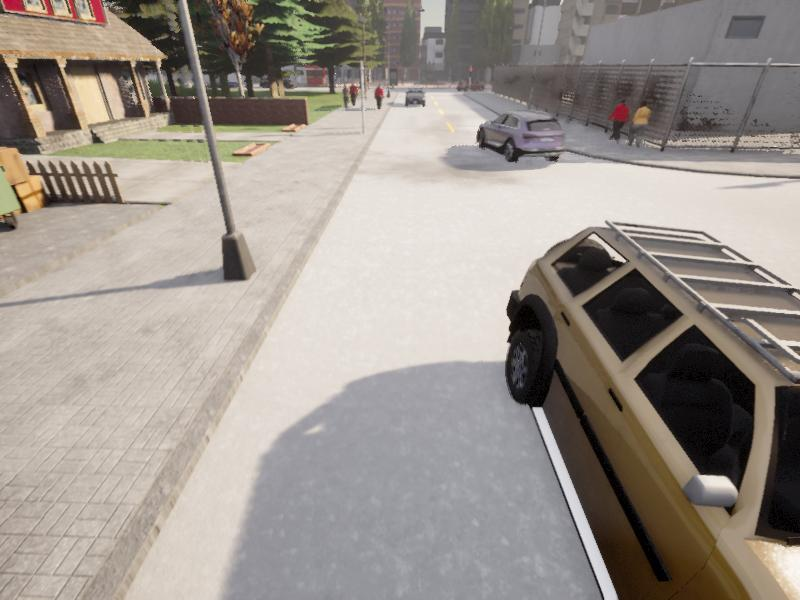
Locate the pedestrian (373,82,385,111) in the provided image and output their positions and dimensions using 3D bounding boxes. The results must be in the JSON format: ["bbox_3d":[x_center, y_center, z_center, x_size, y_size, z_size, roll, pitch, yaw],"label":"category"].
[{"bbox_3d":[-1.534,-15.079,29.690,0.751,1.860,0.751,2,30,2],"label":"pedestrian"}]

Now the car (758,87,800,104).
[{"bbox_3d":[40.447,-20.919,40.962,5.357,1.415,2.033,1,30,1],"label":"car"}]

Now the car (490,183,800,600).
[{"bbox_3d":[2.211,0.910,2.677,1.932,1.855,4.605,5,32,-4],"label":"car"}]

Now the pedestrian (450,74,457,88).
[{"bbox_3d":[8.493,-34.894,63.757,0.751,1.860,0.751,-4,31,-7],"label":"pedestrian"}]

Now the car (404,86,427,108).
[{"bbox_3d":[1.346,-17.829,35.079,1.816,1.474,4.193,1,30,1],"label":"car"}]

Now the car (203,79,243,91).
[{"bbox_3d":[-25.602,-31.201,57.956,4.674,1.442,1.812,1,30,1],"label":"car"}]

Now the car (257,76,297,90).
[{"bbox_3d":[-17.643,-31.285,57.627,5.027,1.651,2.152,1,30,1],"label":"car"}]

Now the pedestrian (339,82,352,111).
[{"bbox_3d":[-4.000,-15.028,29.560,0.751,1.860,0.751,2,30,2],"label":"pedestrian"}]

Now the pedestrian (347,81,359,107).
[{"bbox_3d":[-3.773,-16.604,32.260,0.751,1.860,0.751,5,31,7],"label":"pedestrian"}]

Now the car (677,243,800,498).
[{"bbox_3d":[4.206,1.008,2.852,1.845,1.501,3.633,1,30,1],"label":"car"}]

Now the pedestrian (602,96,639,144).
[{"bbox_3d":[9.674,-7.919,17.617,0.751,1.860,0.751,2,30,2],"label":"pedestrian"}]

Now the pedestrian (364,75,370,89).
[{"bbox_3d":[-4.823,-32.148,59.037,0.751,1.860,0.751,2,30,2],"label":"pedestrian"}]

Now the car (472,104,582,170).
[{"bbox_3d":[4.673,-6.575,15.735,2.033,1.649,4.856,-6,31,-9],"label":"car"}]

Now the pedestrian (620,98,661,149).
[{"bbox_3d":[9.885,-7.274,16.517,0.751,1.860,0.751,2,30,2],"label":"pedestrian"}]

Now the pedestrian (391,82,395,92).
[{"bbox_3d":[-0.886,-27.793,52.205,0.500,1.100,0.500,3,30,4],"label":"pedestrian"}]

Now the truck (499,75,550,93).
[{"bbox_3d":[17.573,-30.695,56.748,6.274,2.098,2.390,1,30,1],"label":"truck"}]

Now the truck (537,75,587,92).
[{"bbox_3d":[24.288,-32.575,60.079,6.274,2.098,2.390,1,30,1],"label":"truck"}]

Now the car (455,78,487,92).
[{"bbox_3d":[10.049,-30.291,56.414,3.988,1.617,1.851,-16,34,-25],"label":"car"}]
